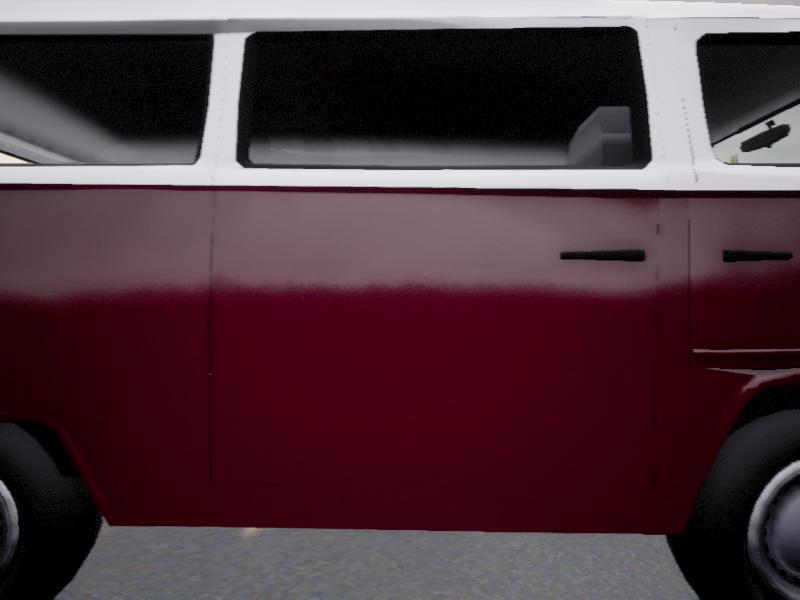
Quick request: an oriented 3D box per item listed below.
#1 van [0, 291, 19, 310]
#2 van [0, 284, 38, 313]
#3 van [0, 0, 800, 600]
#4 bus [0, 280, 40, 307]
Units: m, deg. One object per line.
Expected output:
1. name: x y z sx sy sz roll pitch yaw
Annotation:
1. van: -42.648 0.083 41.253 1.775 1.987 4.442 0 0 24
2. van: -36.495 -0.118 35.570 2.351 2.431 6.366 -6 -1 4
3. van: 0.001 -0.026 1.913 4.480 2.038 2.069 0 1 1
4. bus: -66.042 -1.001 68.848 3.944 4.253 10.273 0 0 -29
